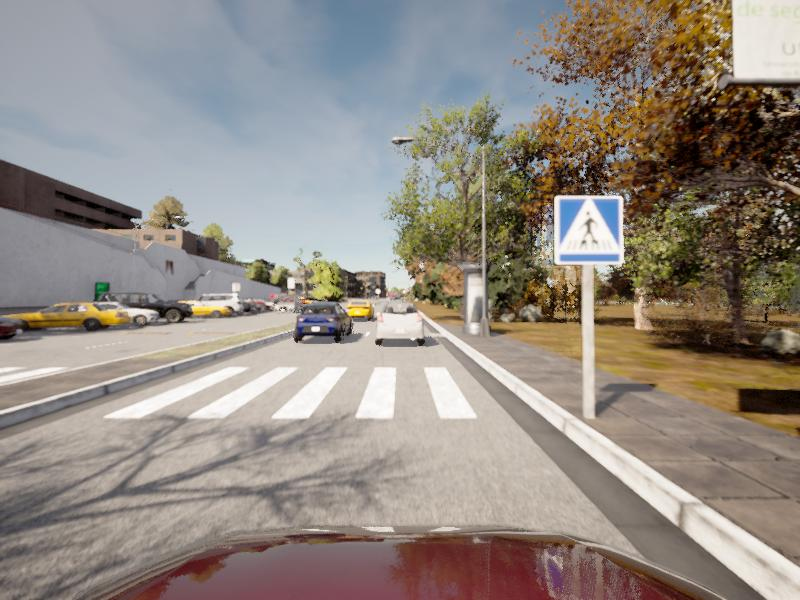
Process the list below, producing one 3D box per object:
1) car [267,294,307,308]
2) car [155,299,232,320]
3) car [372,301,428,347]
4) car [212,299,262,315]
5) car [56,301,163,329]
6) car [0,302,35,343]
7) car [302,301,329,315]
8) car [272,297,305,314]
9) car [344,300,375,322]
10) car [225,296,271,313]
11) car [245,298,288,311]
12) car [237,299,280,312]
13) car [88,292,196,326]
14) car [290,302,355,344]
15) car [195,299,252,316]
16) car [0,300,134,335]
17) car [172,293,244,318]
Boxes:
[{"bbox_3d":[-16.795,0.104,59.546,5.566,2.045,2.435,-1,1,-20],"label":"car"},{"bbox_3d":[-16.660,0.738,32.581,5.366,1.575,1.946,-1,0,-20],"label":"car"},{"bbox_3d":[0.000,0.808,15.161,1.845,1.501,3.633,0,0,0],"label":"car"},{"bbox_3d":[-16.829,0.689,41.533,4.674,1.452,2.002,-1,0,-20],"label":"car"},{"bbox_3d":[-16.842,0.837,23.508,4.674,1.452,2.002,-1,0,-20],"label":"car"},{"bbox_3d":[-16.817,0.846,14.511,4.792,1.488,2.163,-1,0,-20],"label":"car"},{"bbox_3d":[-8.756,0.756,41.849,1.895,1.301,4.718,0,1,0],"label":"car"},{"bbox_3d":[-11.755,0.560,42.448,2.242,1.667,4.611,0,1,0],"label":"car"},{"bbox_3d":[-3.001,0.747,30.667,1.882,1.535,5.008,0,0,0],"label":"car"},{"bbox_3d":[-16.857,0.478,44.519,4.553,1.767,2.185,-1,1,-20],"label":"car"},{"bbox_3d":[-16.814,0.508,50.531,5.008,1.535,2.097,-1,1,-20],"label":"car"},{"bbox_3d":[-16.825,0.597,47.532,4.674,1.452,2.002,-1,1,-20],"label":"car"},{"bbox_3d":[-16.813,0.536,26.526,5.566,2.045,2.435,-1,0,-20],"label":"car"},{"bbox_3d":[-3.002,0.834,16.317,1.816,1.474,4.193,0,0,0],"label":"car"},{"bbox_3d":[-16.854,0.713,38.508,4.792,1.488,2.163,-1,1,-20],"label":"car"},{"bbox_3d":[-17.011,0.806,20.435,5.366,1.575,1.946,-1,0,-20],"label":"car"},{"bbox_3d":[-16.859,0.466,35.506,5.566,2.045,2.435,-1,1,-20],"label":"car"}]
